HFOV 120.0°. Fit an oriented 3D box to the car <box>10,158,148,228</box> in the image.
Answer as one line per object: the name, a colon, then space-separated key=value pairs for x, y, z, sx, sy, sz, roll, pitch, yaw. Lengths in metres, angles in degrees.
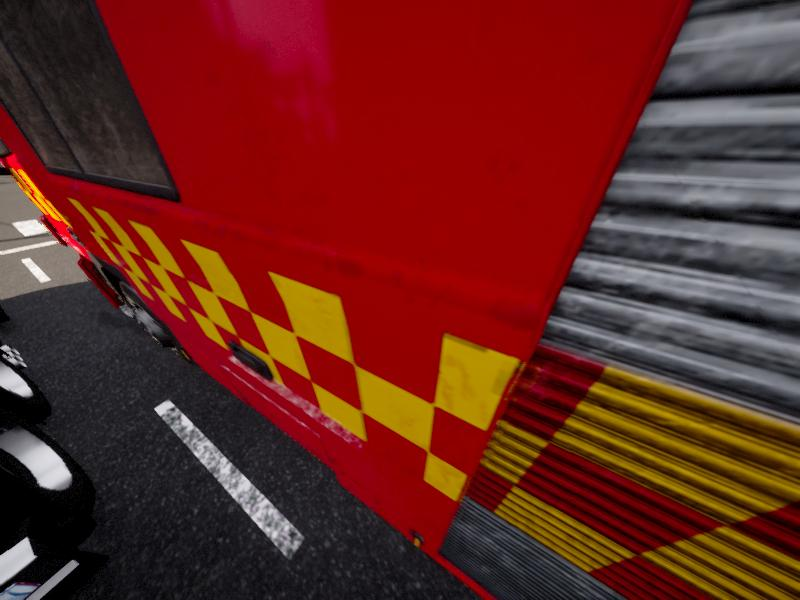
car: x=-12.080 y=-4.448 z=9.061 sx=5.027 sy=1.651 sz=2.152 roll=29 pitch=44 yaw=35

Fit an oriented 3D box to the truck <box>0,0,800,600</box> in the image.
truck: x=0.220 y=-0.731 z=1.703 sx=8.468 sy=3.827 sz=2.891 roll=18 pitch=39 yaw=24

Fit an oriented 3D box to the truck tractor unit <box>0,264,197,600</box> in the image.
truck tractor unit: x=-5.108 y=-0.305 z=0.774 sx=6.516 sy=4.208 sz=3.053 roll=19 pitch=39 yaw=24

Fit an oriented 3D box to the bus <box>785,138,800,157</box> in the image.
bus: x=54.321 y=-19.229 z=27.455 sx=3.944 sy=4.253 sz=10.273 roll=18 pitch=40 yaw=25

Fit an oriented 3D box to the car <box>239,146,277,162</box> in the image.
car: x=-18.976 y=-19.645 z=30.990 sx=1.789 sy=1.549 sz=3.705 roll=18 pitch=39 yaw=25

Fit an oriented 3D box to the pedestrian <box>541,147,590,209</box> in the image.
pedestrian: x=5.772 y=-4.310 z=8.206 sx=0.751 sy=1.860 sz=0.751 roll=12 pitch=37 yaw=17
